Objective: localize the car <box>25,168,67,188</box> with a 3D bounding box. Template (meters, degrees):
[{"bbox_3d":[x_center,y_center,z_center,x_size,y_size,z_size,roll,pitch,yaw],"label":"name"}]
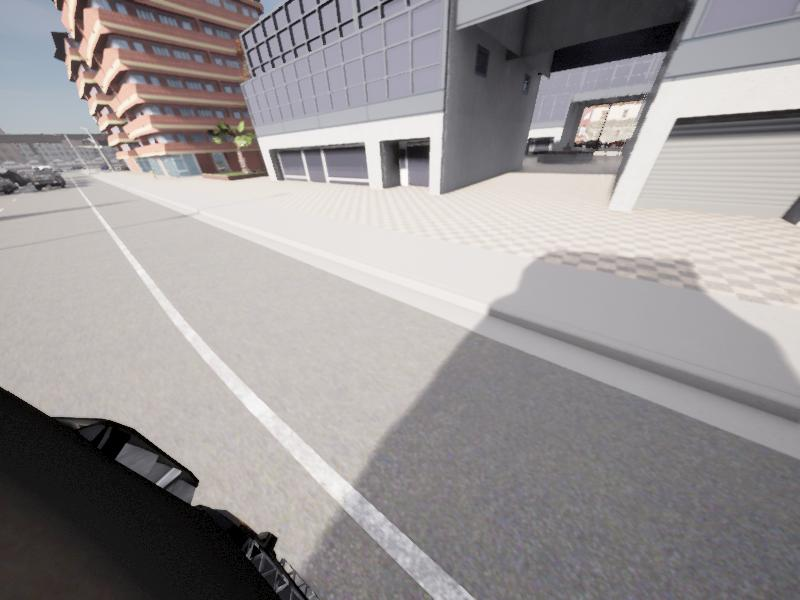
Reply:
[{"bbox_3d":[-43.363,-15.044,28.378,4.553,1.767,2.097,22,41,32],"label":"car"}]

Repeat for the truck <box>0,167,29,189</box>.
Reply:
[{"bbox_3d":[-50.962,-15.742,29.741,6.274,2.098,2.390,22,41,32],"label":"truck"}]

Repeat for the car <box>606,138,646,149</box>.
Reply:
[{"bbox_3d":[41.394,-28.827,42.485,5.008,1.535,1.882,23,41,32],"label":"car"}]

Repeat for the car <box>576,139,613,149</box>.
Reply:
[{"bbox_3d":[35.784,-28.669,42.545,4.892,1.490,1.837,23,41,31],"label":"car"}]

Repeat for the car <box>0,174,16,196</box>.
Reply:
[{"bbox_3d":[-38.733,-10.686,21.558,4.611,1.667,2.242,22,41,32],"label":"car"}]

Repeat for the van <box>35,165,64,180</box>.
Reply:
[{"bbox_3d":[-62.085,-22.598,40.969,4.480,2.038,2.069,22,41,32],"label":"van"}]

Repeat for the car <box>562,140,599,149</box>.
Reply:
[{"bbox_3d":[35.959,-31.076,46.137,5.357,1.411,2.033,24,42,32],"label":"car"}]

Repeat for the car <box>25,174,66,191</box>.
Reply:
[{"bbox_3d":[-37.933,-12.674,24.835,4.718,1.301,1.895,22,41,32],"label":"car"}]

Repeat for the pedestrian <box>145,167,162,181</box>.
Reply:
[{"bbox_3d":[-27.276,-13.935,25.571,0.751,1.300,0.751,-23,38,-27],"label":"pedestrian"}]

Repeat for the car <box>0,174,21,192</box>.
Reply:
[{"bbox_3d":[-44.076,-12.762,25.229,4.974,1.542,2.038,22,41,32],"label":"car"}]
